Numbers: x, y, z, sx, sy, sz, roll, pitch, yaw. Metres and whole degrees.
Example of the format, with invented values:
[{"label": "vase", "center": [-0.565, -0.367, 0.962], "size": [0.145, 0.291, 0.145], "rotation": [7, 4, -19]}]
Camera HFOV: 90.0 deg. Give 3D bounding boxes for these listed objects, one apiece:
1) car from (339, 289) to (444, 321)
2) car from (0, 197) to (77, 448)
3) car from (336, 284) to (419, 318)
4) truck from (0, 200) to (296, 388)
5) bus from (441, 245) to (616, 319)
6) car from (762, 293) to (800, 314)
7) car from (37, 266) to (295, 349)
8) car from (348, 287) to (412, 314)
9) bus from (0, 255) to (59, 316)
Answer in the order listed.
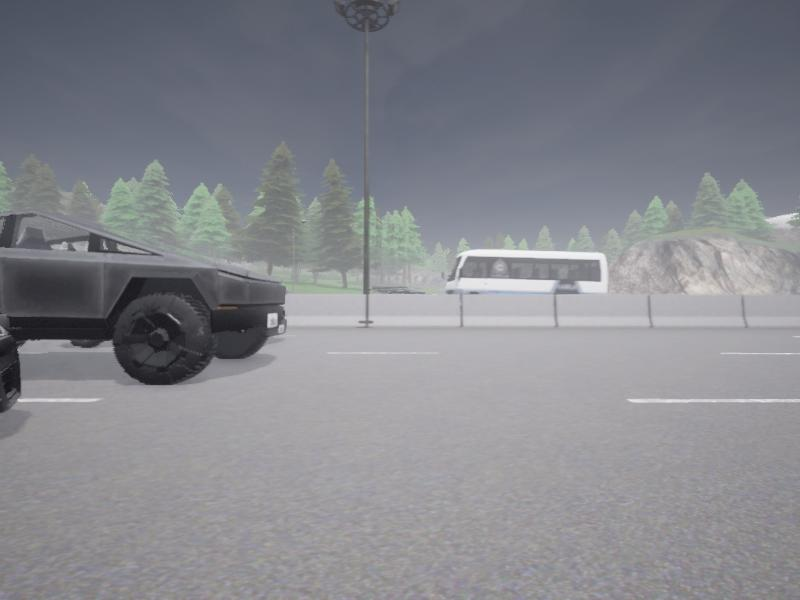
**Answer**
[{"label": "car", "center": [-0.392, 0.242, 19.680], "size": [4.892, 1.490, 1.837], "rotation": [0, 0, 0]}, {"label": "car", "center": [-4.963, 0.149, 2.170], "size": [4.611, 1.667, 2.242], "rotation": [0, 0, 0]}, {"label": "car", "center": [-1.251, 0.048, 23.181], "size": [4.605, 1.855, 1.932], "rotation": [0, 0, 0]}, {"label": "truck", "center": [-4.915, -0.066, 5.670], "size": [6.274, 2.098, 2.390], "rotation": [0, 0, 0]}, {"label": "bus", "center": [8.091, -1.110, 26.583], "size": [10.273, 4.253, 3.944], "rotation": [2, 0, 0]}, {"label": "car", "center": [30.578, 0.271, 30.265], "size": [4.514, 1.525, 2.007], "rotation": [0, 0, 0]}, {"label": "car", "center": [-5.004, 0.149, 9.170], "size": [4.611, 1.667, 2.242], "rotation": [0, 0, 0]}, {"label": "car", "center": [-1.456, 0.044, 30.178], "size": [4.605, 1.855, 1.932], "rotation": [-1, 0, 0]}, {"label": "bus", "center": [-32.418, -1.167, 29.975], "size": [10.273, 4.253, 3.944], "rotation": [2, 0, 0]}]
